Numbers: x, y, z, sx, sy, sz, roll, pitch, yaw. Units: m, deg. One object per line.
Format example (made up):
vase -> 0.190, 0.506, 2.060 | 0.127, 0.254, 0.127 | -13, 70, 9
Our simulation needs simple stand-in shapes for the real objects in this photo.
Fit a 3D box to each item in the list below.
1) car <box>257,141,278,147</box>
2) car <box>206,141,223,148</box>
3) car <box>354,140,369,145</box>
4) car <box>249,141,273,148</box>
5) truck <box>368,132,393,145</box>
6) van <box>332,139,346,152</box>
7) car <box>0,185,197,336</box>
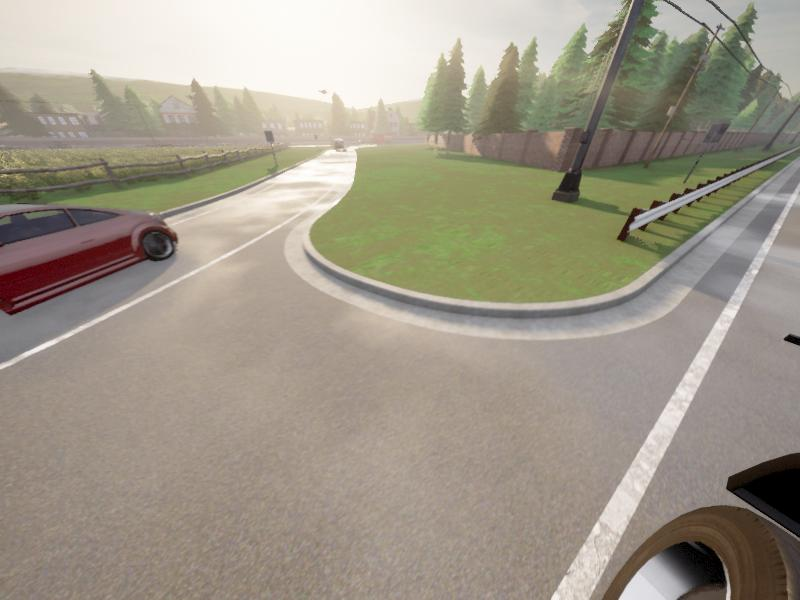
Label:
car -> -40.184, -47.402, 70.101 | 5.008, 1.535, 1.882 | -21, 40, -26
car -> -54.114, -45.432, 67.394 | 3.633, 1.501, 1.845 | -21, 40, -26
car -> -14.183, -58.228, 85.320 | 4.902, 1.511, 2.128 | -21, 40, -26
car -> -38.491, -43.157, 64.050 | 5.366, 1.575, 1.801 | -21, 40, -26
truck -> -7.047, -59.524, 85.027 | 8.468, 3.827, 2.891 | -21, 40, -26
van -> -11.726, -29.884, 44.598 | 2.069, 2.038, 4.480 | -6, 36, -7
car -> -6.440, -0.771, 3.861 | 1.994, 1.385, 4.181 | 5, 36, 8
